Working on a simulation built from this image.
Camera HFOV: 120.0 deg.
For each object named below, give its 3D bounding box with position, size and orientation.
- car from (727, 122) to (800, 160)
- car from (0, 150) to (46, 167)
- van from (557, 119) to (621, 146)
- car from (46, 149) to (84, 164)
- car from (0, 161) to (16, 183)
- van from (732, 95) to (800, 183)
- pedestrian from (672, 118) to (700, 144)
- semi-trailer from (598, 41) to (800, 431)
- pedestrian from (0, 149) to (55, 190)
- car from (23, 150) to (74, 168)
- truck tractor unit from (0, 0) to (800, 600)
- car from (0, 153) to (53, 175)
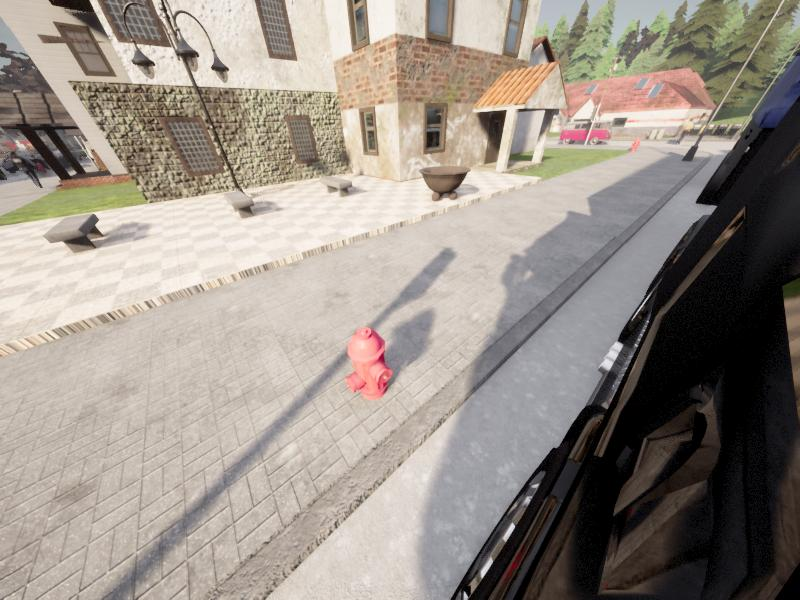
[{"bbox_3d":[21.443,-9.335,13.480,1.789,1.549,3.705,25,45,32],"label":"car"},{"bbox_3d":[-50.013,-18.720,30.541,2.163,1.488,4.792,-28,43,-29],"label":"car"},{"bbox_3d":[19.197,-17.166,23.726,1.775,1.987,4.442,-28,43,-30],"label":"van"},{"bbox_3d":[-47.023,-20.342,32.553,1.812,1.442,4.674,-27,43,-29],"label":"car"},{"bbox_3d":[-30.680,-9.061,16.384,2.038,1.542,4.974,-28,43,-29],"label":"car"},{"bbox_3d":[16.591,-6.756,9.525,5.915,2.561,1.988,-26,43,-28],"label":"van"},{"bbox_3d":[25.031,-14.794,20.256,0.751,1.860,0.751,-31,45,-32],"label":"pedestrian"},{"bbox_3d":[8.682,-3.617,4.242,14.254,4.402,2.717,-28,44,-30],"label":"semi-trailer"},{"bbox_3d":[-20.581,-7.164,12.730,0.751,1.860,0.751,-27,43,-29],"label":"pedestrian"},{"bbox_3d":[-42.313,-17.088,27.953,2.033,1.411,5.357,-28,44,-30],"label":"car"},{"bbox_3d":[2.645,-0.295,0.352,6.516,4.208,3.053,-28,44,-30],"label":"truck tractor unit"},{"bbox_3d":[-37.290,-13.589,22.985,1.994,1.385,4.181,-28,44,-30],"label":"car"}]
